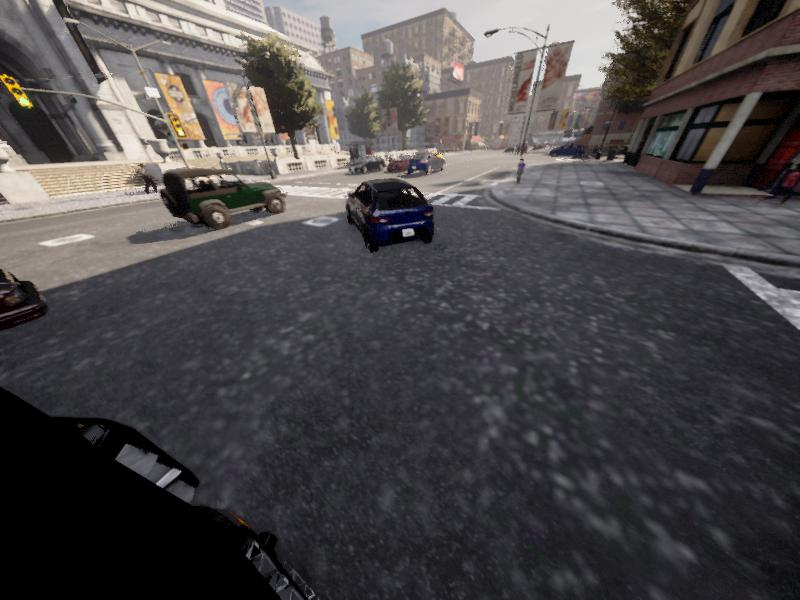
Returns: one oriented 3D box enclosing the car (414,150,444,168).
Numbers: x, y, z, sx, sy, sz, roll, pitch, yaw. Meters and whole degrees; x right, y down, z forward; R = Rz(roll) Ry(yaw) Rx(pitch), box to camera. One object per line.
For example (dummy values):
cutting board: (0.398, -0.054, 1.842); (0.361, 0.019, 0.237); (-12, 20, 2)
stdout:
car: (3.716, -17.762, 29.042); (1.882, 1.535, 5.008); (15, 38, 25)

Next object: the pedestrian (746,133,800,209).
pedestrian: (11.447, -3.699, 6.648); (0.751, 1.860, 0.751); (20, 40, 30)

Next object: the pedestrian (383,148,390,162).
pedestrian: (-2.195, -23.360, 37.320); (0.751, 1.860, 0.751); (16, 38, 26)

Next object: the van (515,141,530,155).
van: (23.845, -29.577, 44.889); (1.775, 1.987, 4.442); (15, 38, 25)

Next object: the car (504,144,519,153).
car: (25.732, -34.904, 53.173); (2.038, 1.542, 4.974); (18, 39, 28)

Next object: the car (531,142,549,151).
car: (35.020, -38.396, 57.769); (4.792, 1.488, 2.163); (-30, 42, -35)

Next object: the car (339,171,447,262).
car: (-0.505, -2.771, 6.837); (1.816, 1.474, 4.193); (-13, 35, -15)

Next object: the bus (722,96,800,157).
bus: (37.622, -14.984, 19.787); (10.273, 4.253, 3.944); (16, 38, 26)

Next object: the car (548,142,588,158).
car: (23.088, -20.679, 31.881); (3.988, 1.617, 1.851); (22, 41, 33)

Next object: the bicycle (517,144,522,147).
bicycle: (44.253, -57.114, 85.425); (1.643, 1.024, 0.373); (16, 28, 26)

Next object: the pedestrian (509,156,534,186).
pedestrian: (6.461, -6.892, 12.349); (0.751, 1.300, 0.751); (22, 41, 32)

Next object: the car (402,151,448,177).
car: (2.458, -12.695, 21.429); (2.152, 1.651, 5.027); (16, 38, 27)

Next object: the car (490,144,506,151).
car: (29.360, -45.524, 68.967); (4.674, 1.452, 2.002); (-26, 40, -31)

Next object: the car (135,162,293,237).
car: (-6.592, -4.021, 8.814); (1.905, 1.878, 3.866); (16, 38, 26)

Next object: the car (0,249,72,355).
car: (-7.555, 0.915, 1.902); (2.033, 1.411, 5.357); (17, 38, 27)

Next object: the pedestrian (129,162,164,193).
pedestrian: (-18.263, -8.857, 16.707); (0.751, 1.860, 0.751); (10, 36, 19)

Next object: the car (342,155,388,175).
car: (-3.513, -14.415, 24.579); (2.128, 1.511, 4.902); (16, 38, 26)

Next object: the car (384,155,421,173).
car: (0.363, -14.325, 24.276); (1.994, 1.385, 4.181); (16, 38, 26)

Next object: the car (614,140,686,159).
car: (27.374, -16.702, 25.648); (4.902, 1.511, 2.128); (15, 38, 26)

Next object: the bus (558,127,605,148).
bus: (50.913, -45.672, 64.993); (10.273, 4.253, 3.944); (-11, 34, -12)

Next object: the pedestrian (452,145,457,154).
pedestrian: (13.638, -38.008, 58.170); (0.751, 1.860, 0.751); (22, 41, 33)
